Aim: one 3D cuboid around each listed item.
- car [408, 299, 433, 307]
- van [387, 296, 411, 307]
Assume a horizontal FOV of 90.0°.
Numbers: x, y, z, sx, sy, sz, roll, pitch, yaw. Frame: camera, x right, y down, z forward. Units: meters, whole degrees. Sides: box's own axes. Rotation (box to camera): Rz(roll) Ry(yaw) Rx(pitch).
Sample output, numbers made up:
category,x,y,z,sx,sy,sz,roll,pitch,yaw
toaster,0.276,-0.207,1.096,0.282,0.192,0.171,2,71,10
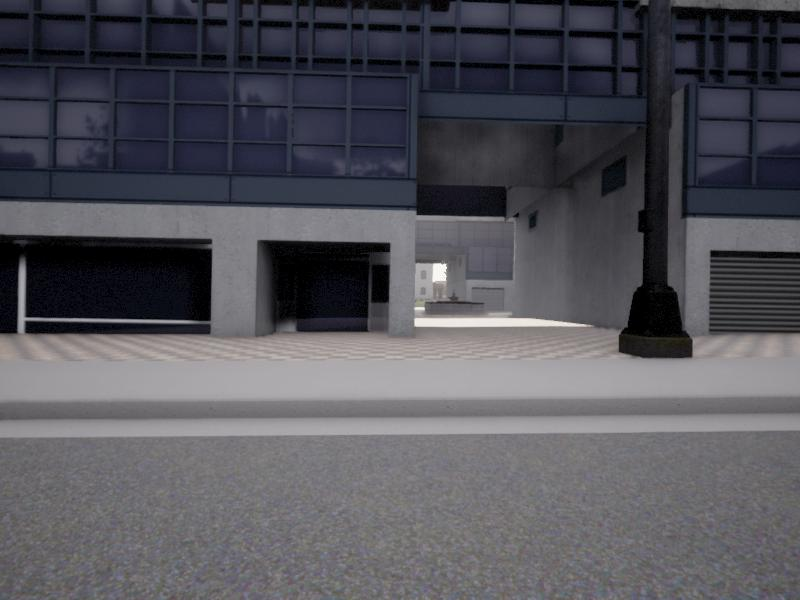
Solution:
category,x,y,z,sx,sy,sz,roll,pitch,yaw
car,3.795,0.572,74.559,4.514,1.525,2.007,1,0,4
van,-0.210,0.234,78.224,4.442,1.987,1.775,1,0,8
